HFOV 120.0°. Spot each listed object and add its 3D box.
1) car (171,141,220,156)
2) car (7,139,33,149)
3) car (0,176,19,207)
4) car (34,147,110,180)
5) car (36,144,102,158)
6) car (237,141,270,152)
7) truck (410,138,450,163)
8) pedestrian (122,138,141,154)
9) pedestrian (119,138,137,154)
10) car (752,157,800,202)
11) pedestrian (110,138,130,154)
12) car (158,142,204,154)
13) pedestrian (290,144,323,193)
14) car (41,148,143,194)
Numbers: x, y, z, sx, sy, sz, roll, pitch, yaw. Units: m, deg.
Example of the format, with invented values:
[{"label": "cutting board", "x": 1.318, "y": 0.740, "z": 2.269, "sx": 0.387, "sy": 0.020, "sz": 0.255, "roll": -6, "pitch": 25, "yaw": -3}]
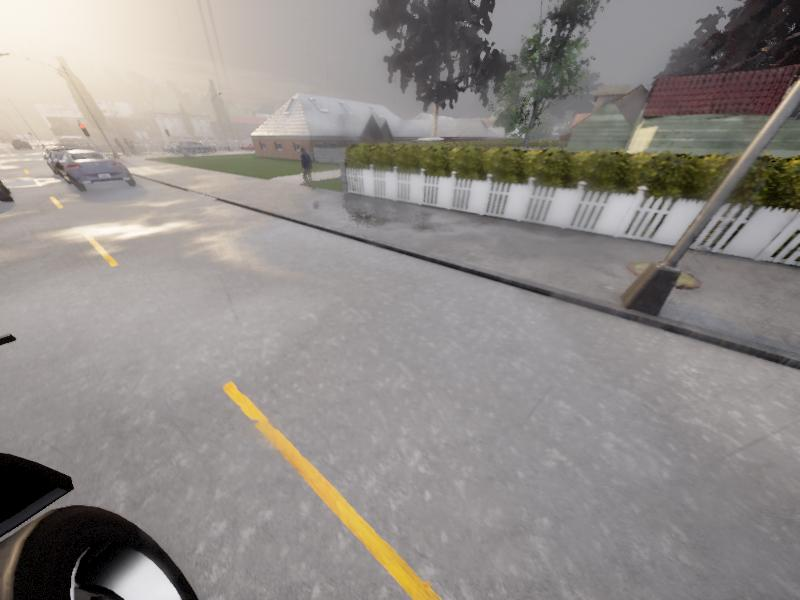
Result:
[{"label": "car", "x": -30.124, "y": -22.526, "z": 34.204, "sx": 2.033, "sy": 1.649, "sz": 4.856, "roll": 22, "pitch": 41, "yaw": 28}, {"label": "car", "x": -76.199, "y": -31.266, "z": 46.298, "sx": 4.974, "sy": 1.542, "sz": 2.038, "roll": 22, "pitch": 41, "yaw": 28}, {"label": "car", "x": -17.540, "y": -4.665, "z": 8.933, "sx": 4.611, "sy": 1.667, "sz": 2.242, "roll": 22, "pitch": 41, "yaw": 28}, {"label": "car", "x": -22.168, "y": -9.301, "z": 15.591, "sx": 4.974, "sy": 1.542, "sz": 2.038, "roll": 22, "pitch": 41, "yaw": 28}, {"label": "car", "x": -41.587, "y": -18.901, "z": 29.188, "sx": 4.181, "sy": 1.385, "sz": 1.994, "roll": -13, "pitch": 38, "yaw": -18}, {"label": "car", "x": -27.353, "y": -28.784, "z": 43.197, "sx": 2.007, "sy": 1.525, "sz": 4.514, "roll": 22, "pitch": 41, "yaw": 28}, {"label": "truck", "x": 3.141, "y": -15.528, "z": 23.867, "sx": 2.069, "sy": 2.038, "sz": 4.478, "roll": 22, "pitch": 41, "yaw": 28}, {"label": "pedestrian", "x": -38.369, "y": -22.078, "z": 33.060, "sx": 0.751, "sy": 1.860, "sz": 0.751, "roll": 1, "pitch": 35, "yaw": 2}, {"label": "pedestrian", "x": -38.980, "y": -22.149, "z": 33.141, "sx": 0.751, "sy": 1.860, "sz": 0.751, "roll": 20, "pitch": 39, "yaw": 25}, {"label": "car", "x": 17.490, "y": -4.421, "z": 8.689, "sx": 4.181, "sy": 1.381, "sz": 1.994, "roll": 22, "pitch": 41, "yaw": 28}, {"label": "pedestrian", "x": -39.250, "y": -21.642, "z": 32.419, "sx": 0.751, "sy": 1.860, "sz": 0.751, "roll": 2, "pitch": 35, "yaw": 2}, {"label": "car", "x": -33.719, "y": -23.560, "z": 35.729, "sx": 2.007, "sy": 1.525, "sz": 4.514, "roll": 22, "pitch": 41, "yaw": 28}, {"label": "pedestrian", "x": -4.283, "y": -6.070, "z": 10.652, "sx": 0.751, "sy": 1.860, "sz": 0.751, "roll": 22, "pitch": 41, "yaw": 28}, {"label": "car", "x": -16.346, "y": -6.971, "z": 12.256, "sx": 5.027, "sy": 1.651, "sz": 2.152, "roll": 22, "pitch": 41, "yaw": 28}]
